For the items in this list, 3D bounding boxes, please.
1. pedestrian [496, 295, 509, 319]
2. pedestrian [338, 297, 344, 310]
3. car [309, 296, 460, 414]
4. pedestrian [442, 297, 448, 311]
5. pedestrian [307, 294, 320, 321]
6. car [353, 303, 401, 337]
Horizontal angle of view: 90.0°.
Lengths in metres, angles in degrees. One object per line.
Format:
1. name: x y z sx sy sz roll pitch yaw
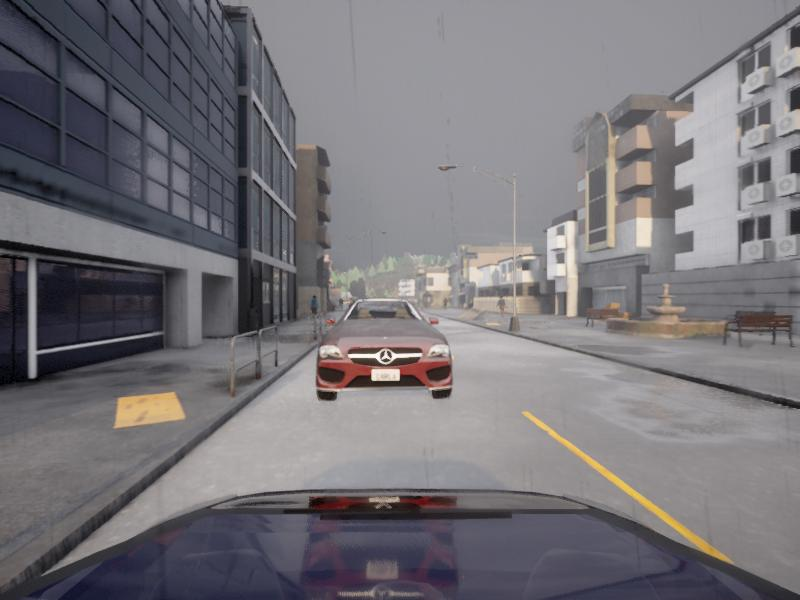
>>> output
1. pedestrian: 7.988 0.516 31.287 0.751 1.860 0.751 0 0 -5
2. pedestrian: -8.377 0.503 57.044 0.751 1.860 0.751 0 0 -5
3. car: -0.372 0.776 8.197 2.152 1.651 5.027 0 0 -4
4. pedestrian: 6.142 0.503 54.442 0.751 1.860 0.751 0 0 -6
5. pedestrian: -6.111 0.518 28.322 0.751 1.860 0.751 0 0 0
6. car: -1.162 0.884 19.896 2.033 1.411 5.357 0 0 -4
